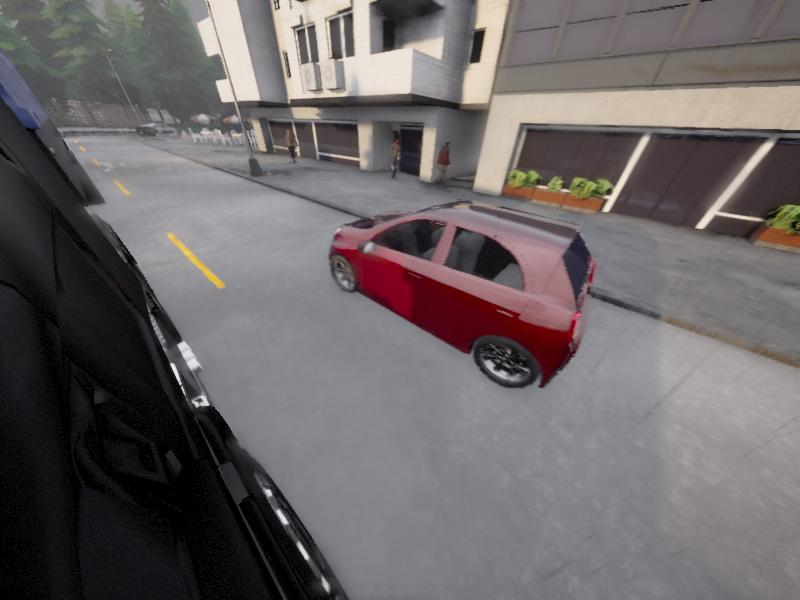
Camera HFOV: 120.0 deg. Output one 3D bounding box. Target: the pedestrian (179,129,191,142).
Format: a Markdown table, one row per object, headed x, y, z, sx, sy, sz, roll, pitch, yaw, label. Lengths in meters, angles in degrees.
| x | y | z | sx | sy | sz | roll | pitch | yaw | label |
| --- | --- | --- | --- | --- | --- | --- | --- | --- | --- |
| -22.125 | -16.934 | 23.813 | 0.500 | 1.100 | 0.500 | -27 | 46 | -34 | pedestrian |

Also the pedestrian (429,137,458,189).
| x | y | z | sx | sy | sz | roll | pitch | yaw | label |
| --- | --- | --- | --- | --- | --- | --- | --- | --- | --- |
| 1.868 | -6.004 | 10.173 | 0.751 | 1.860 | 0.751 | -9 | 38 | -16 | pedestrian |

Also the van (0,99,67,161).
| x | y | z | sx | sy | sz | roll | pitch | yaw | label |
| --- | --- | --- | --- | --- | --- | --- | --- | --- | --- |
| -22.070 | -9.922 | 13.393 | 5.915 | 2.561 | 1.988 | 28 | 43 | 30 | van |

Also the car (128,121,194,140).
| x | y | z | sx | sy | sz | roll | pitch | yaw | label |
| --- | --- | --- | --- | --- | --- | --- | --- | --- | --- |
| -28.674 | -20.587 | 28.043 | 1.930 | 1.638 | 5.238 | 9 | 37 | 10 | car |

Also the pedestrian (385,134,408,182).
| x | y | z | sx | sy | sz | roll | pitch | yaw | label |
| --- | --- | --- | --- | --- | --- | --- | --- | --- | --- |
| -0.209 | -6.853 | 11.169 | 0.751 | 1.860 | 0.751 | 24 | 42 | 26 | pedestrian |

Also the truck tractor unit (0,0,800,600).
| x | y | z | sx | sy | sz | roll | pitch | yaw | label |
| --- | --- | --- | --- | --- | --- | --- | --- | --- | --- |
| -2.645 | -0.295 | 0.351 | 6.516 | 4.208 | 3.053 | 28 | 44 | 30 | truck tractor unit |

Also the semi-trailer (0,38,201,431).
| x | y | z | sx | sy | sz | roll | pitch | yaw | label |
| --- | --- | --- | --- | --- | --- | --- | --- | --- | --- |
| -8.671 | -3.622 | 4.257 | 14.254 | 4.402 | 2.717 | 28 | 44 | 30 | semi-trailer |

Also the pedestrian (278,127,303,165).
| x | y | z | sx | sy | sz | roll | pitch | yaw | label |
| --- | --- | --- | --- | --- | --- | --- | --- | --- | --- |
| -6.692 | -9.435 | 14.202 | 0.751 | 1.860 | 0.751 | 32 | 45 | 33 | pedestrian |

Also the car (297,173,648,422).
| x | y | z | sx | sy | sz | roll | pitch | yaw | label |
| --- | --- | --- | --- | --- | --- | --- | --- | --- | --- |
| 0.563 | -0.592 | 3.230 | 3.633 | 1.501 | 1.845 | 28 | 43 | 30 | car |
